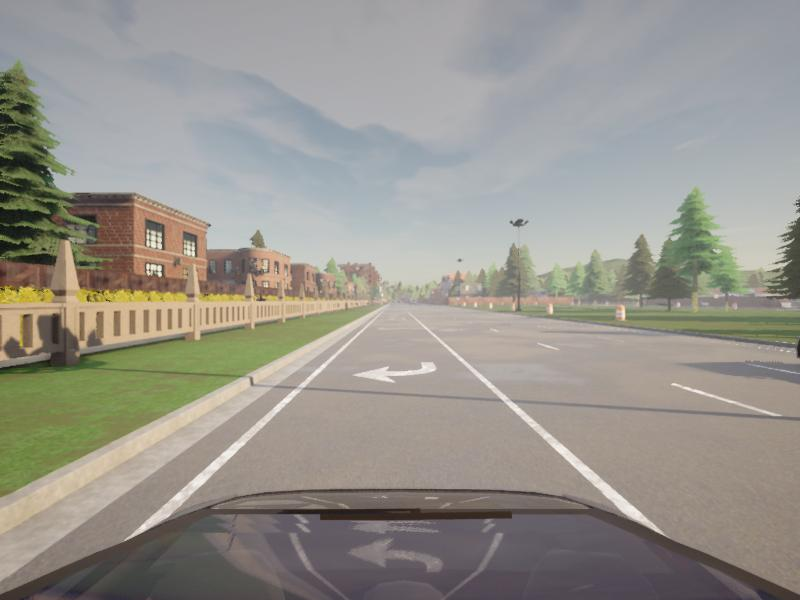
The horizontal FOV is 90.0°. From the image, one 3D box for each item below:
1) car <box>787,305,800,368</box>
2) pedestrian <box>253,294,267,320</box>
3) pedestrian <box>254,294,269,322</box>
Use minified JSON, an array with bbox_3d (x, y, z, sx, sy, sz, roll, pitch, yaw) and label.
[{"bbox_3d":[10.427,0.861,7.844,1.970,1.475,3.806,0,0,-1],"label":"car"},{"bbox_3d":[-10.328,0.510,29.484,0.751,1.860,0.751,0,0,-1],"label":"pedestrian"},{"bbox_3d":[-9.337,0.508,26.928,0.751,1.860,0.751,0,0,-2],"label":"pedestrian"}]
